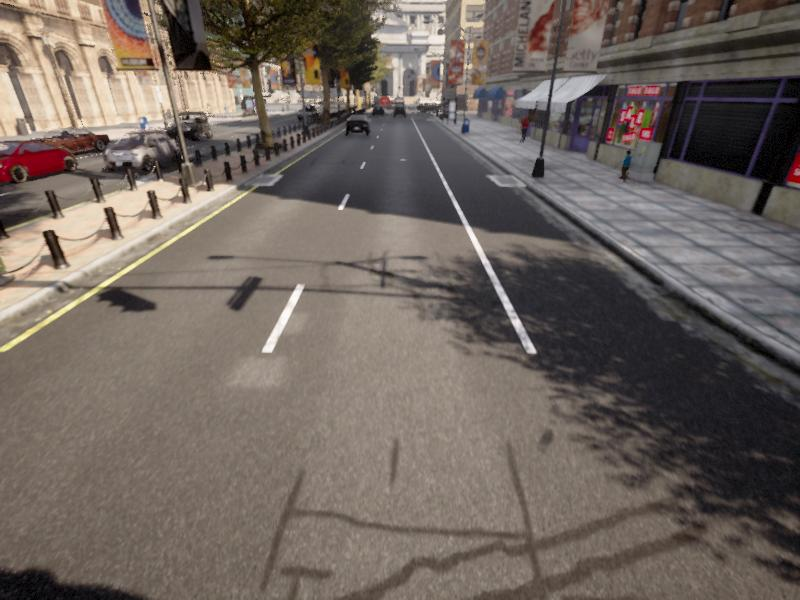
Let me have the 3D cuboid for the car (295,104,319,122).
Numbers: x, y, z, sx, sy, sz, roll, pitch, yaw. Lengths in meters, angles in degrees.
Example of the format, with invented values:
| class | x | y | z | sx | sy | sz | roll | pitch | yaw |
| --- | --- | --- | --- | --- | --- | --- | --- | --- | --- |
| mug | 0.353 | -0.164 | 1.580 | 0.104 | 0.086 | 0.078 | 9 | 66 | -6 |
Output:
| class | x | y | z | sx | sy | sz | roll | pitch | yaw |
| --- | --- | --- | --- | --- | --- | --- | --- | --- | --- |
| car | -11.549 | -23.472 | 50.169 | 1.932 | 1.855 | 4.605 | 0 | 27 | 0 |

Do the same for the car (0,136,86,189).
| class | x | y | z | sx | sy | sz | roll | pitch | yaw |
| --- | --- | --- | --- | --- | --- | --- | --- | --- | --- |
| car | -15.013 | -5.489 | 15.695 | 1.994 | 1.385 | 4.181 | 0 | 27 | 0 |

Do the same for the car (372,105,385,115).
| class | x | y | z | sx | sy | sz | roll | pitch | yaw |
| --- | --- | --- | --- | --- | --- | --- | --- | --- | --- |
| car | -3.548 | -31.557 | 66.409 | 1.970 | 1.475 | 3.806 | 0 | 27 | 0 |

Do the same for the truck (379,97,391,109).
| class | x | y | z | sx | sy | sz | roll | pitch | yaw |
| --- | --- | --- | --- | --- | --- | --- | --- | --- | --- |
| truck | -3.570 | -47.698 | 96.735 | 2.627 | 2.467 | 5.204 | 0 | 27 | 0 |

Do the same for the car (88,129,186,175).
| class | x | y | z | sx | sy | sz | roll | pitch | yaw |
| --- | --- | --- | --- | --- | --- | --- | --- | --- | --- |
| car | -11.540 | -6.698 | 17.903 | 1.845 | 1.501 | 3.633 | 0 | 27 | 0 |

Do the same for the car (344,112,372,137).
| class | x | y | z | sx | sy | sz | roll | pitch | yaw |
| --- | --- | --- | --- | --- | --- | --- | --- | --- | --- |
| car | -3.475 | -15.041 | 34.082 | 1.930 | 1.638 | 5.238 | 0 | 27 | -1 |

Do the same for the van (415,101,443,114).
| class | x | y | z | sx | sy | sz | roll | pitch | yaw |
| --- | --- | --- | --- | --- | --- | --- | --- | --- | --- |
| van | 5.311 | -35.233 | 73.016 | 4.480 | 2.038 | 2.069 | 13 | 30 | 23 |

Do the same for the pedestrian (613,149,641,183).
| class | x | y | z | sx | sy | sz | roll | pitch | yaw |
| --- | --- | --- | --- | --- | --- | --- | --- | --- | --- |
| pedestrian | 8.295 | -4.905 | 14.653 | 0.500 | 1.100 | 0.500 | 0 | 27 | -1 |

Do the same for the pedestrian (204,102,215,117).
| class | x | y | z | sx | sy | sz | roll | pitch | yaw |
| --- | --- | --- | --- | --- | --- | --- | --- | --- | --- |
| pedestrian | -26.636 | -26.684 | 55.932 | 0.751 | 1.860 | 0.751 | 5 | 28 | 10 |

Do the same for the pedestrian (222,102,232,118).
| class | x | y | z | sx | sy | sz | roll | pitch | yaw |
| --- | --- | --- | --- | --- | --- | --- | --- | --- | --- |
| pedestrian | -22.732 | -24.948 | 52.585 | 0.751 | 1.860 | 0.751 | 1 | 27 | 2 |

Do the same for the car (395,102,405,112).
| class | x | y | z | sx | sy | sz | roll | pitch | yaw |
| --- | --- | --- | --- | --- | --- | --- | --- | --- | --- |
| car | -0.053 | -37.815 | 78.438 | 1.930 | 1.638 | 5.238 | 0 | 27 | 0 |

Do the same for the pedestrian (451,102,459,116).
| class | x | y | z | sx | sy | sz | roll | pitch | yaw |
| --- | --- | --- | --- | --- | --- | --- | --- | --- | --- |
| pedestrian | 8.123 | -28.327 | 59.411 | 0.751 | 1.860 | 0.751 | -10 | 29 | -19 |

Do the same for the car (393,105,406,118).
| class | x | y | z | sx | sy | sz | roll | pitch | yaw |
| --- | --- | --- | --- | --- | --- | --- | --- | --- | --- |
| car | -0.045 | -28.736 | 60.931 | 1.837 | 1.490 | 4.892 | 0 | 28 | 0 |

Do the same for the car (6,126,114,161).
| class | x | y | z | sx | sy | sz | roll | pitch | yaw |
| --- | --- | --- | --- | --- | --- | --- | --- | --- | --- |
| car | -18.267 | -8.643 | 21.877 | 1.895 | 1.301 | 4.718 | 0 | 27 | 0 |

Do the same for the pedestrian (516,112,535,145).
| class | x | y | z | sx | sy | sz | roll | pitch | yaw |
| --- | --- | --- | --- | --- | --- | --- | --- | --- | --- |
| pedestrian | 7.999 | -10.977 | 25.639 | 0.751 | 1.860 | 0.751 | 1 | 27 | 1 |

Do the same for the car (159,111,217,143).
| class | x | y | z | sx | sy | sz | roll | pitch | yaw |
| --- | --- | --- | --- | --- | --- | --- | --- | --- | --- |
| car | -15.023 | -12.441 | 28.659 | 1.905 | 1.878 | 3.866 | 0 | 27 | 0 |
